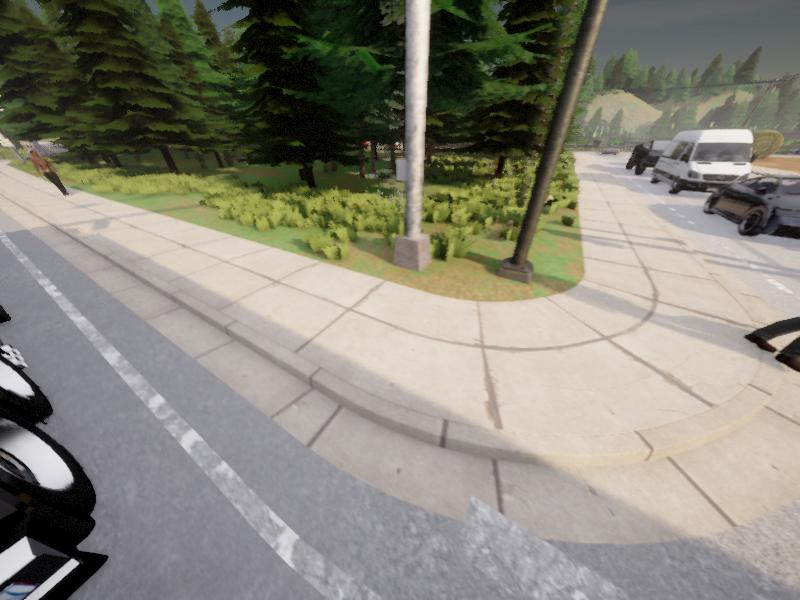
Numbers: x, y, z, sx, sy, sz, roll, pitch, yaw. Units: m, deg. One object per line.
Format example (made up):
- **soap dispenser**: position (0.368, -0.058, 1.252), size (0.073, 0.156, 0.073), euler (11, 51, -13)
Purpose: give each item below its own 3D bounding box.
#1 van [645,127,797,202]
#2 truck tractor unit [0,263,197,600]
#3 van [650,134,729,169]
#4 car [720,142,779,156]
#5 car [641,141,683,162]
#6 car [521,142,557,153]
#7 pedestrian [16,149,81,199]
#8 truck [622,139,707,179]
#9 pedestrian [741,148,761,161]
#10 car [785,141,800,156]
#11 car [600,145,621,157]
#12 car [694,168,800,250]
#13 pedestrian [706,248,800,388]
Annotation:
- **van**: position (14.954, -6.926, 11.533), size (1.988, 2.561, 5.915), euler (19, 39, 25)
- **truck tractor unit**: position (-5.114, -0.297, 0.780), size (6.516, 4.208, 3.053), euler (18, 39, 24)
- **van**: position (26.352, -13.894, 21.465), size (2.351, 2.431, 6.366), euler (19, 39, 25)
- **car**: position (49.646, -21.609, 32.987), size (4.193, 1.474, 1.816), euler (21, 40, 27)
- **car**: position (30.062, -17.223, 26.655), size (1.905, 1.878, 3.866), euler (19, 39, 25)
- **car**: position (25.636, -28.335, 42.789), size (5.238, 1.638, 1.930), euler (21, 40, 27)
- **pedestrian**: position (-15.506, -5.589, 10.250), size (0.751, 1.860, 0.751), euler (24, 42, 30)
- **truck**: position (19.037, -10.628, 17.167), size (2.390, 2.098, 6.274), euler (19, 39, 25)
- **pedestrian**: position (35.514, -14.717, 23.369), size (0.500, 1.100, 0.500), euler (15, 38, 20)
- **car**: position (55.107, -19.609, 29.917), size (4.856, 1.649, 2.033), euler (21, 40, 27)
- **car**: position (31.529, -22.433, 34.612), size (1.895, 1.301, 4.718), euler (23, 41, 30)
- **car**: position (11.100, -2.752, 6.625), size (1.994, 1.385, 4.181), euler (19, 39, 25)
- **pedestrian**: position (4.365, -0.118, 2.200), size (0.751, 1.860, 0.751), euler (-9, 36, -12)
